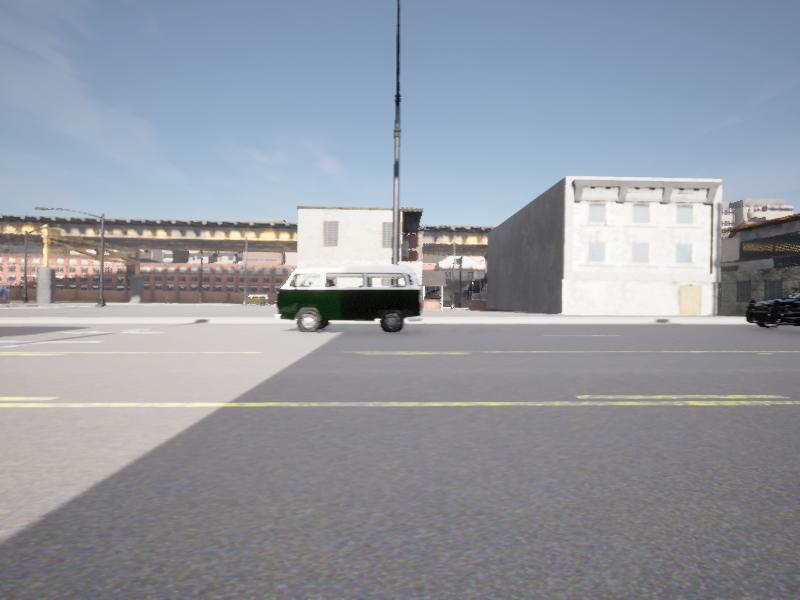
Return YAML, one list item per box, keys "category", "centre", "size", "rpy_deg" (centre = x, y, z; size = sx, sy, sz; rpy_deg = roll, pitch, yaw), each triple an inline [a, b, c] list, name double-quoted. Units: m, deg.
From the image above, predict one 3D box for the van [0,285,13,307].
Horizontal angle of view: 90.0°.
- category: "van"
  centre: [-45.947, -0.485, 43.090]
  size: [2.351, 2.431, 6.366]
  rpy_deg: [1, 0, 0]

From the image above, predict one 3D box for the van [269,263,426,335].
- category: "van"
  centre: [-1.509, -0.025, 12.539]
  size: [4.480, 2.038, 2.069]
  rpy_deg: [0, 0, 0]

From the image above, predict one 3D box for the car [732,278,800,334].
- category: "car"
  centre: [13.983, 0.175, 12.750]
  size: [5.238, 1.638, 1.930]
  rpy_deg: [0, 0, 0]

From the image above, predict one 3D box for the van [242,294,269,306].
- category: "van"
  centre: [-25.981, 0.065, 72.152]
  size: [4.480, 2.038, 2.069]
  rpy_deg: [1, 0, -16]
